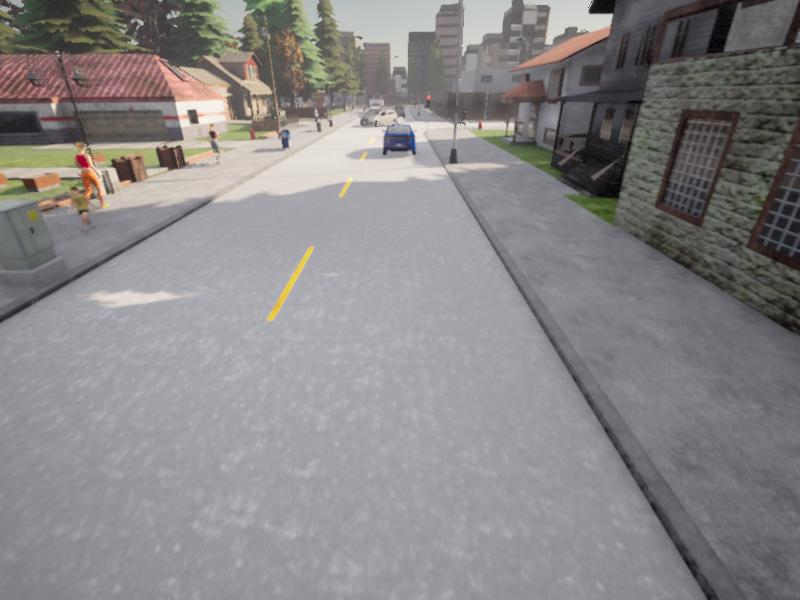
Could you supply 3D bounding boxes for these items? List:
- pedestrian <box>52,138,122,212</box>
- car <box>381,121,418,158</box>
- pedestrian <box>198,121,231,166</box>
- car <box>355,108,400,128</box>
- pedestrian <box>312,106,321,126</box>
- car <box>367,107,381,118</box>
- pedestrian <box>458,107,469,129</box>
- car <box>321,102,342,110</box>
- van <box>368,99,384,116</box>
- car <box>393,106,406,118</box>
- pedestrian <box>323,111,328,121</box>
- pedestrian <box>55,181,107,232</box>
[{"bbox_3d":[-8.662,-3.477,11.154,0.751,1.860,0.751,-1,27,-1],"label":"pedestrian"},{"bbox_3d":[-0.030,-9.483,23.375,1.882,1.535,5.008,0,27,0],"label":"car"},{"bbox_3d":[-8.428,-7.127,18.247,0.751,1.860,0.751,1,27,3],"label":"pedestrian"},{"bbox_3d":[-2.249,-19.220,42.181,2.242,1.667,4.611,19,33,33],"label":"car"},{"bbox_3d":[-8.585,-18.949,41.227,0.751,1.860,0.751,-5,28,-8],"label":"pedestrian"},{"bbox_3d":[-4.081,-29.463,62.891,1.970,1.475,3.806,0,27,0],"label":"car"},{"bbox_3d":[5.835,-16.893,37.087,0.751,1.860,0.751,-2,27,-3],"label":"pedestrian"},{"bbox_3d":[-16.495,-46.821,96.602,4.611,1.667,2.242,0,27,0],"label":"car"},{"bbox_3d":[-4.095,-33.829,70.238,2.351,2.431,6.366,0,27,0],"label":"van"},{"bbox_3d":[-0.078,-27.307,58.030,1.845,1.501,3.633,0,27,0],"label":"car"},{"bbox_3d":[-9.219,-22.808,49.566,0.500,1.100,0.500,-2,27,-3],"label":"pedestrian"},{"bbox_3d":[-7.570,-2.225,9.540,0.500,1.100,0.500,-2,27,-3],"label":"pedestrian"}]
